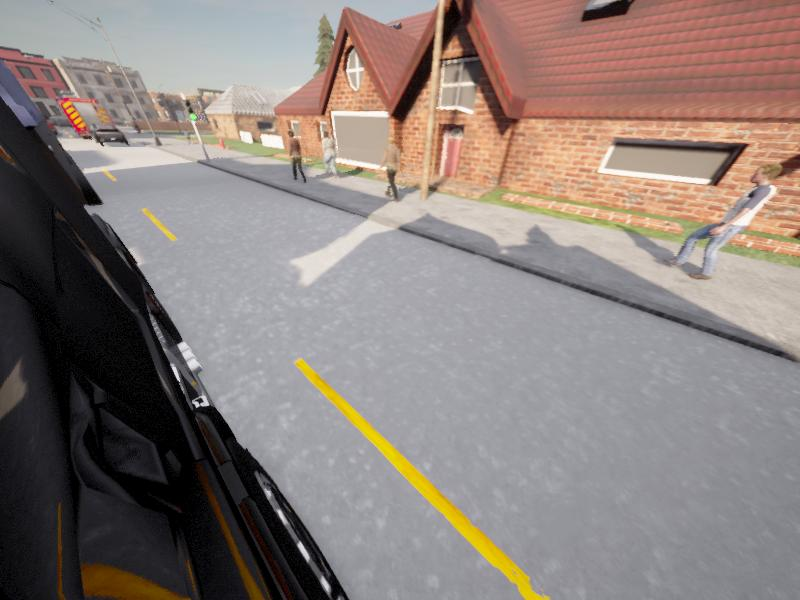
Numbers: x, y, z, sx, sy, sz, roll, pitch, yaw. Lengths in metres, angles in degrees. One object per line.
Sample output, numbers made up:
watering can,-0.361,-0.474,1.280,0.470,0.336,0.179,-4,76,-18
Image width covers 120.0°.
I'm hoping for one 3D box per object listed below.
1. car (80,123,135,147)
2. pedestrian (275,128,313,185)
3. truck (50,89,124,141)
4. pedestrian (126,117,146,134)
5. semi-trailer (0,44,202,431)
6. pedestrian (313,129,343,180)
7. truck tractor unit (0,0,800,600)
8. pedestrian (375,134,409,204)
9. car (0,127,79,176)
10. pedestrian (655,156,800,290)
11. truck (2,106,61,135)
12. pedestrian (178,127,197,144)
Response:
car,-25.874,-14.635,20.423,4.902,1.511,2.128,28,44,30
pedestrian,-4.274,-5.825,9.389,0.751,1.860,0.751,29,44,31
truck,-33.934,-19.862,25.007,8.468,3.827,2.891,28,44,30
pedestrian,-36.182,-23.892,31.672,0.751,1.860,0.751,10,37,9
semi-trailer,-8.716,-3.579,4.230,14.254,4.402,2.717,28,44,30
pedestrian,-3.232,-6.593,10.470,0.751,1.860,0.751,-27,46,-33
truck tractor unit,-2.645,-0.295,0.352,6.516,4.208,3.053,28,44,30
pedestrian,-0.273,-4.181,7.423,0.751,1.860,0.751,-21,43,-28
car,-17.742,-7.164,10.927,4.902,1.511,2.128,26,43,28
pedestrian,5.429,-1.229,3.808,0.751,1.860,0.751,-24,44,-30
truck,-42.836,-20.891,27.011,5.204,2.467,2.627,28,44,30
pedestrian,-20.684,-15.996,22.486,0.751,1.300,0.751,-8,38,-14
